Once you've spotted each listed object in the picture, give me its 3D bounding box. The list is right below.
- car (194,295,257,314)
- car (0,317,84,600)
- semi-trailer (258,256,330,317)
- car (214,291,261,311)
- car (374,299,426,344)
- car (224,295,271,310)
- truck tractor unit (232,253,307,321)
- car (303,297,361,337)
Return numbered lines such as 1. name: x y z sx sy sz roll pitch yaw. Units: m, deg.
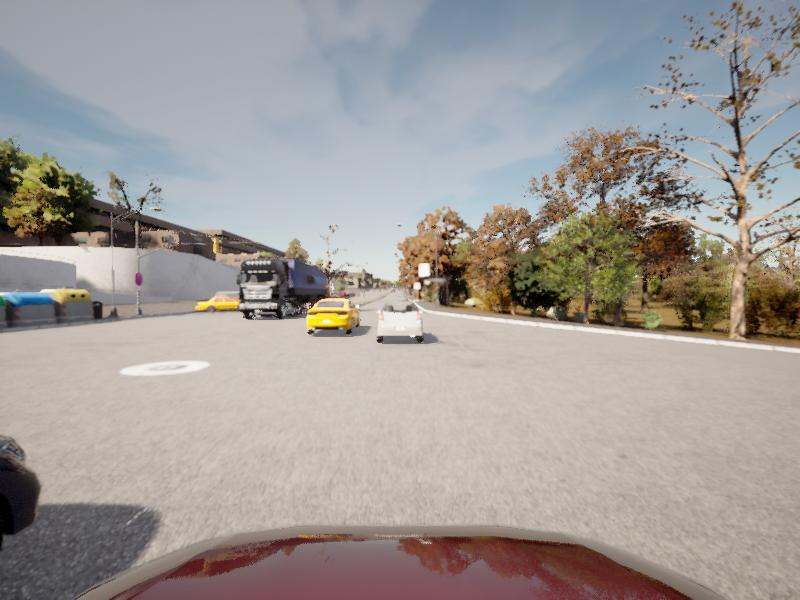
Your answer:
1. car: -16.786 0.362 38.775 5.366 1.575 1.946 -2 1 -20
2. car: -3.002 0.856 0.549 1.816 1.474 4.193 0 0 0
3. semi-trailer: -8.912 -1.139 36.106 2.717 4.402 14.254 -1 1 0
4. car: -16.857 0.075 41.728 4.442 1.987 1.878 -2 1 -20
5. car: -0.005 0.738 15.825 1.845 1.501 3.633 0 1 0
6. car: -16.987 0.269 44.659 4.792 1.488 2.163 -2 2 -20
7. truck tractor unit: -8.901 -0.867 28.195 3.053 4.208 6.516 -1 1 0
8. car: -3.011 0.668 18.832 1.882 1.535 5.008 0 2 0
